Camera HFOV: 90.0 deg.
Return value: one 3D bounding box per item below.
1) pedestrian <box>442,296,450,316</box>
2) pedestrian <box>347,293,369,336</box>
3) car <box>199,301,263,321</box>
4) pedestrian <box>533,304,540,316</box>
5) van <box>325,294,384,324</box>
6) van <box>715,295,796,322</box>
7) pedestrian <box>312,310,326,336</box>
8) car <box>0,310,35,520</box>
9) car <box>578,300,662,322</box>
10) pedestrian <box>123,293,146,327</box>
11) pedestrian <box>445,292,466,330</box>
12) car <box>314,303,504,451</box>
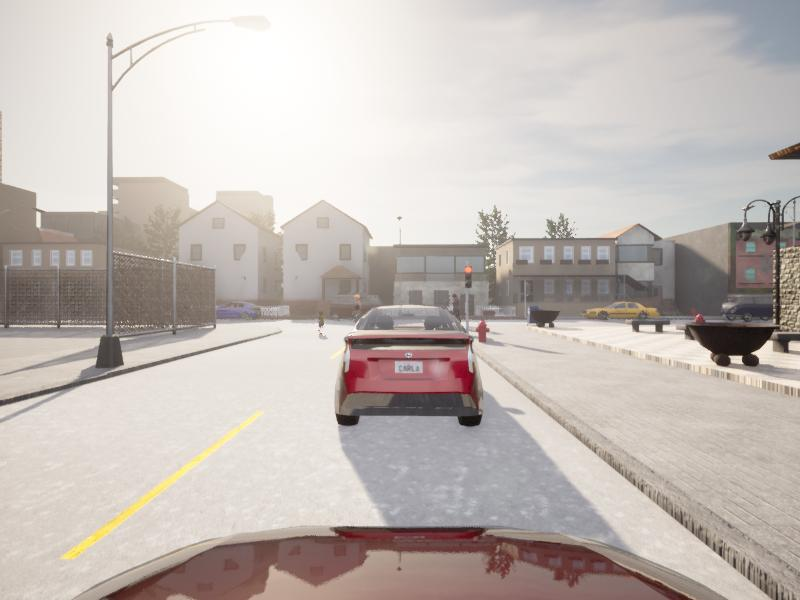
[{"bbox_3d":[4.167,0.533,36.466,0.751,1.860,0.751,0,0,5],"label":"pedestrian"},{"bbox_3d":[-1.848,0.635,17.656,0.751,1.860,0.751,0,0,-24],"label":"pedestrian"},{"bbox_3d":[-12.927,0.854,30.792,4.193,1.474,1.816,0,0,3],"label":"car"},{"bbox_3d":[12.278,0.913,36.057,0.500,1.100,0.500,0,0,1],"label":"pedestrian"},{"bbox_3d":[-3.370,0.600,29.001,4.442,1.987,1.775,0,0,44],"label":"van"},{"bbox_3d":[26.610,0.599,30.054,4.442,1.987,1.775,0,0,1],"label":"van"},{"bbox_3d":[-3.566,1.017,17.575,0.500,1.100,0.500,0,0,-25],"label":"pedestrian"},{"bbox_3d":[-4.006,0.836,0.742,2.128,1.511,4.902,0,0,1],"label":"car"},{"bbox_3d":[16.566,0.800,30.312,5.366,1.575,1.801,0,0,1],"label":"car"},{"bbox_3d":[-14.644,0.534,22.114,0.751,1.860,0.751,0,0,12],"label":"pedestrian"},{"bbox_3d":[2.774,0.544,20.035,0.751,1.860,0.751,0,0,-30],"label":"pedestrian"},{"bbox_3d":[0.137,0.828,6.489,2.007,1.525,4.514,0,0,1],"label":"car"}]
